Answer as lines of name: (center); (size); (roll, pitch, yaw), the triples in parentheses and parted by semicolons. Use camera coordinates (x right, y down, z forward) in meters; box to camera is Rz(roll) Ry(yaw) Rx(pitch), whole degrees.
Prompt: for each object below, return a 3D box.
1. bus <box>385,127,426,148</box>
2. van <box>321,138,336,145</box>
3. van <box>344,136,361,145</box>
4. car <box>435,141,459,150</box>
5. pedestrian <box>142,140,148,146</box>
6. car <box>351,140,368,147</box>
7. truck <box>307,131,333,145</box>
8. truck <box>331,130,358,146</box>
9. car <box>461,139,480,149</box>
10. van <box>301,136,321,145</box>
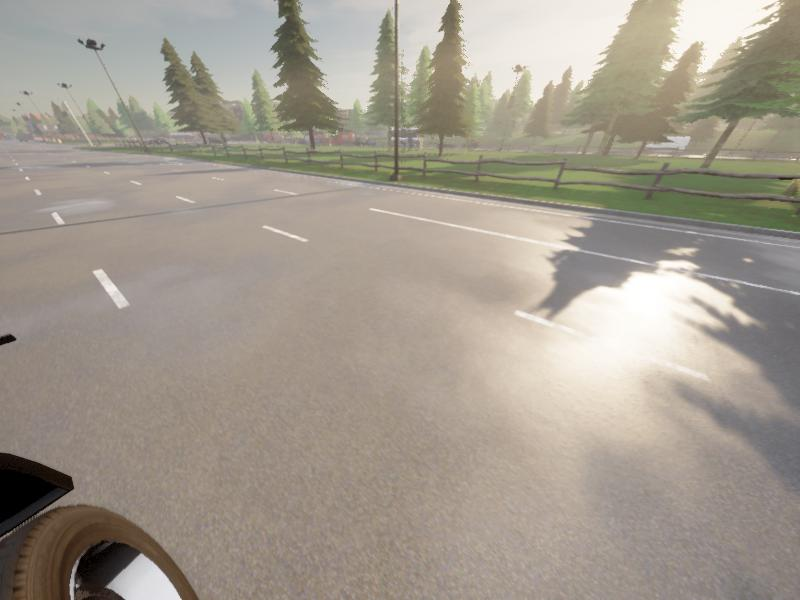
bus: (1.392, -43.423, 61.761); (10.273, 4.253, 3.944); (22, 41, 28)
van: (-22.647, -49.979, 72.799); (4.442, 1.987, 1.775); (22, 41, 28)
van: (-16.387, -55.060, 79.543); (5.915, 2.561, 1.988); (22, 41, 28)
car: (11.539, -38.148, 56.899); (5.027, 1.651, 2.152); (22, 41, 28)
pedestrian: (-60.635, -37.316, 54.965); (0.500, 1.100, 0.500); (25, 42, 31)
car: (-11.688, -45.281, 66.663); (4.892, 1.490, 1.837); (22, 41, 28)
truck: (-27.218, -55.083, 78.391); (8.468, 3.827, 2.891); (22, 41, 28)
truck: (-17.564, -51.120, 72.864); (8.468, 3.827, 2.891); (22, 41, 28)
car: (17.312, -38.462, 56.951); (3.866, 1.878, 1.905); (22, 41, 28)
van: (-29.397, -52.936, 76.537); (6.366, 2.431, 2.351); (22, 41, 28)
